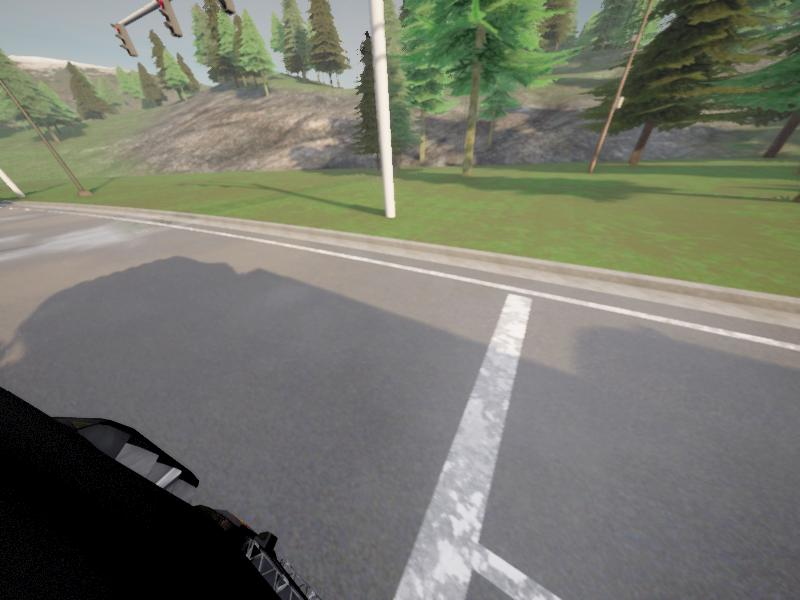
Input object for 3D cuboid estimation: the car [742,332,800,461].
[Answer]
[{"bbox_3d":[4.866,1.199,0.425,4.193,1.474,1.816,16,38,26],"label":"car"}]
